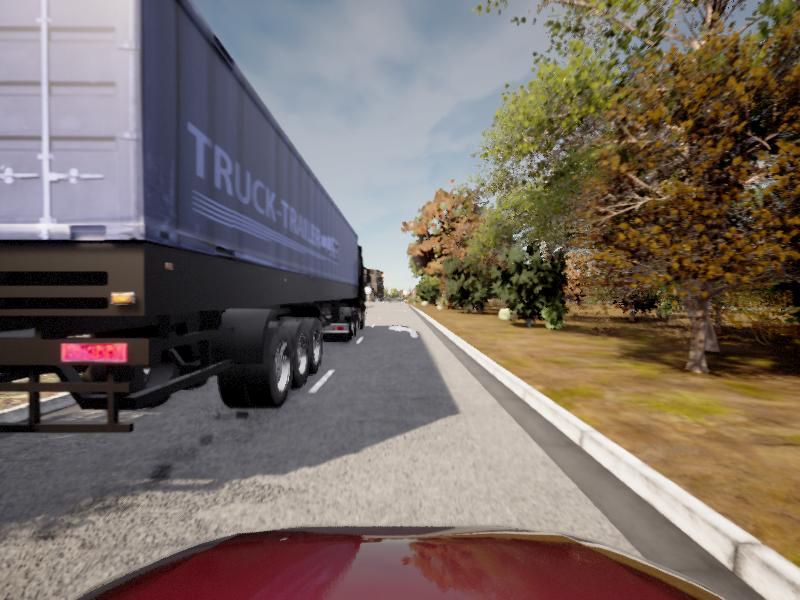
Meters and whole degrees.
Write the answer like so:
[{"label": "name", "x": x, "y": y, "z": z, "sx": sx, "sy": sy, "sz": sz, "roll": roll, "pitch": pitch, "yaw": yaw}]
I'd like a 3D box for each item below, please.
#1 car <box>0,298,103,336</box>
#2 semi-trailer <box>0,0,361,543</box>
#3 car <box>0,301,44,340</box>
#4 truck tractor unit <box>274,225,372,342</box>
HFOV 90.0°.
[{"label": "car", "x": -16.813, "y": 0.722, "z": 18.076, "sx": 5.008, "sy": 1.535, "sz": 2.097, "roll": -1, "pitch": 1, "yaw": -20}, {"label": "semi-trailer", "x": -2.992, "y": -0.660, "z": 9.731, "sx": 2.717, "sy": 4.402, "sz": 14.254, "roll": 0, "pitch": 0, "yaw": 0}, {"label": "car", "x": -16.824, "y": 0.790, "z": 15.076, "sx": 4.674, "sy": 1.452, "sz": 2.002, "roll": -1, "pitch": 0, "yaw": -20}, {"label": "truck tractor unit", "x": -3.000, "y": -0.630, "z": 17.642, "sx": 3.053, "sy": 4.208, "sz": 6.516, "roll": 0, "pitch": 1, "yaw": 0}]
